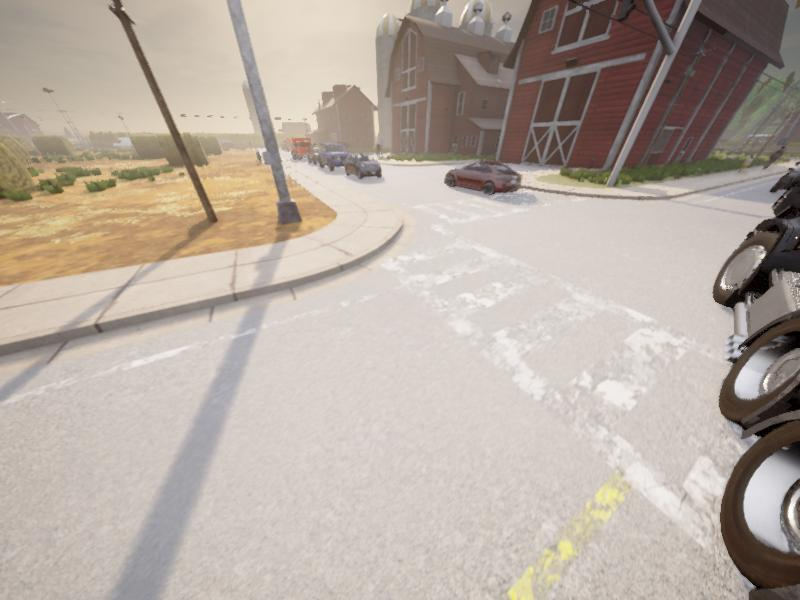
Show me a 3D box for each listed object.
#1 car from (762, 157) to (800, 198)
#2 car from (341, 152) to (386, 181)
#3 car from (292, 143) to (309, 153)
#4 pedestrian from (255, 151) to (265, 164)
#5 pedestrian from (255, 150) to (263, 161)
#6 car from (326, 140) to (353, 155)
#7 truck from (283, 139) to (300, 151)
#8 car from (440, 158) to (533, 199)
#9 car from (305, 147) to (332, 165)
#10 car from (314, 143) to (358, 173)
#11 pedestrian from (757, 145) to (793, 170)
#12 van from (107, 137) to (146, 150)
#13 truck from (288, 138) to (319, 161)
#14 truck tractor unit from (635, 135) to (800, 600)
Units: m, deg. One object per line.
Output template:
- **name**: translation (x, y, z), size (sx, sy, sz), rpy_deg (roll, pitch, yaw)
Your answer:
- **car**: translation (22.087, -6.544, 12.188), size (5.238, 1.638, 1.930), rpy_deg (-17, 38, -23)
- **car**: translation (-2.660, -9.683, 16.605), size (1.845, 1.501, 3.633), rpy_deg (-18, 39, -24)
- **car**: translation (-21.355, -32.512, 49.388), size (2.152, 1.651, 5.027), rpy_deg (-18, 38, -24)
- **pedestrian**: translation (-14.256, -14.450, 23.493), size (0.500, 1.100, 0.500), rpy_deg (-9, 36, -13)
- **pedestrian**: translation (-16.781, -17.265, 27.541), size (0.500, 1.100, 0.500), rpy_deg (-19, 39, -26)
- **car**: translation (-10.507, -26.659, 40.491), size (3.866, 1.878, 1.905), rpy_deg (9, 41, 16)
- **truck**: translation (-27.056, -38.584, 57.377), size (2.627, 2.467, 5.204), rpy_deg (-18, 38, -24)
- **car**: translation (4.381, -6.646, 12.413), size (1.994, 1.385, 4.181), rpy_deg (-20, 39, -26)
- **car**: translation (-9.288, -16.344, 26.172), size (1.789, 1.549, 3.705), rpy_deg (-18, 39, -24)
- **car**: translation (-6.002, -13.258, 21.302), size (2.150, 2.045, 5.566), rpy_deg (-18, 39, -24)
- **pedestrian**: translation (33.816, -12.848, 20.866), size (0.751, 1.860, 0.751), rpy_deg (-15, 38, -21)
- **van**: translation (-71.682, -41.119, 60.704), size (5.915, 2.561, 1.988), rpy_deg (-17, 38, -23)
- **truck**: translation (-13.242, -20.693, 31.601), size (2.627, 2.467, 5.204), rpy_deg (-18, 39, -24)
- **truck tractor unit**: translation (4.876, -0.484, 1.056), size (6.516, 4.208, 3.053), rpy_deg (-27, 43, -33)
